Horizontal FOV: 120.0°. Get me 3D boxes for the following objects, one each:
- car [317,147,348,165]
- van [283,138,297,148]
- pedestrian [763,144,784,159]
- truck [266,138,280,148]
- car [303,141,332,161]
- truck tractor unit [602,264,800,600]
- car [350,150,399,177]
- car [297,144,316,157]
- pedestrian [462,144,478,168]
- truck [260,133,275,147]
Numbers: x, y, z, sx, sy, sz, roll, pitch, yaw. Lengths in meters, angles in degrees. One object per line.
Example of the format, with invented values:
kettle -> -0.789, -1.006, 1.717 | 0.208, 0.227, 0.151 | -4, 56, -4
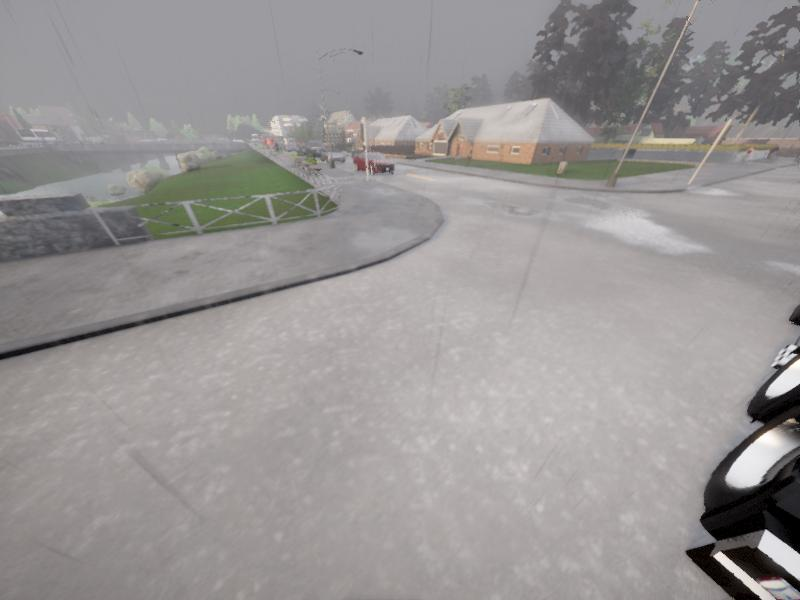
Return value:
car -> -7.829, -16.713, 26.633 | 2.007, 1.525, 4.514 | -18, 39, -24
van -> -32.163, -45.850, 67.498 | 2.351, 2.431, 6.366 | -18, 39, -24
pedestrian -> 55.643, -22.039, 34.381 | 0.751, 1.860, 0.751 | -18, 39, -24
truck -> -38.254, -47.348, 69.560 | 2.627, 2.467, 5.204 | -18, 39, -24
car -> -11.317, -20.394, 31.437 | 2.150, 2.045, 5.566 | -18, 39, -24
truck tractor unit -> 5.112, -0.298, 0.785 | 6.516, 4.208, 3.053 | -18, 39, -24
car -> -2.160, -11.096, 18.602 | 1.882, 1.535, 5.008 | -18, 39, -24
car -> -14.842, -23.716, 36.565 | 1.851, 1.617, 3.988 | -18, 39, -24
pedestrian -> 6.439, -13.284, 21.326 | 0.751, 1.860, 0.751 | -19, 39, -25
truck -> -45.744, -55.350, 79.804 | 2.891, 3.827, 8.468 | -18, 39, -24
